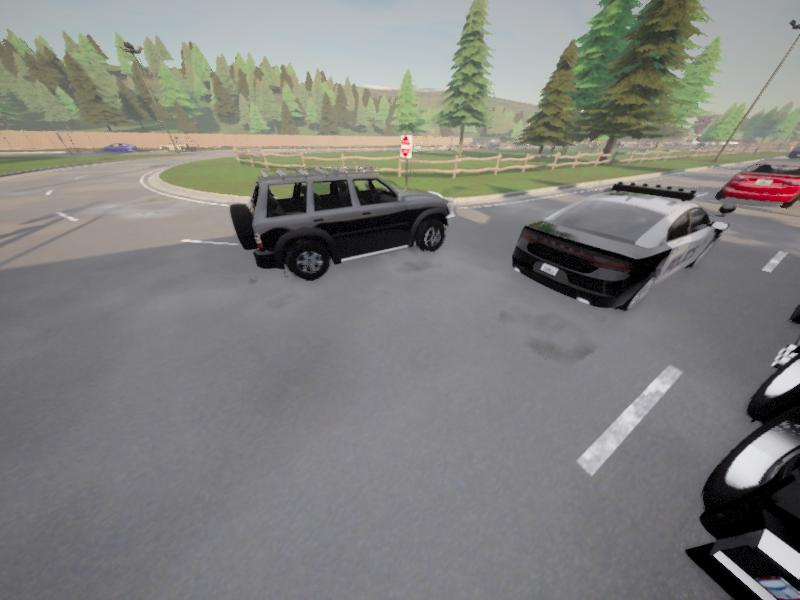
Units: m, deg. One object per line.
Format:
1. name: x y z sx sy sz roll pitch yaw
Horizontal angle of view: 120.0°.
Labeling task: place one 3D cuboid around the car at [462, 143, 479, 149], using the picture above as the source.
1. car: 22.702 -49.764 74.480 4.792 1.488 2.163 -18 39 -25

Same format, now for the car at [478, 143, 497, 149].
1. car: 26.243 -46.274 69.555 5.357 1.411 2.033 -18 39 -25

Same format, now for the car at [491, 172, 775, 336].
1. car: 4.593 -1.378 4.596 5.238 1.638 1.930 -18 39 -24

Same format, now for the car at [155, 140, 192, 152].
1. car: -44.419 -30.260 45.462 4.605 1.855 1.932 -18 39 -25

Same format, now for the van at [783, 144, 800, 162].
1. van: 58.246 -21.262 33.384 4.442 1.987 1.775 -18 39 -24

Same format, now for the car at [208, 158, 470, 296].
1. car: -0.996 -1.965 5.179 4.605 1.855 1.932 -18 39 -24

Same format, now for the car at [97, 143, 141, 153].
1. car: -51.267 -27.845 42.295 4.514 1.525 2.007 -18 39 -25

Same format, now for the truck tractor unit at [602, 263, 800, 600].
1. truck tractor unit: 5.112 -0.299 0.782 6.516 4.208 3.053 -18 39 -24

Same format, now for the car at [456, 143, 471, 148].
1. car: 21.317 -51.551 77.187 4.718 1.301 1.895 -18 39 -25

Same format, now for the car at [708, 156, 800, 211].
1. car: 17.112 -5.475 10.576 4.611 1.667 2.242 -18 39 -24
